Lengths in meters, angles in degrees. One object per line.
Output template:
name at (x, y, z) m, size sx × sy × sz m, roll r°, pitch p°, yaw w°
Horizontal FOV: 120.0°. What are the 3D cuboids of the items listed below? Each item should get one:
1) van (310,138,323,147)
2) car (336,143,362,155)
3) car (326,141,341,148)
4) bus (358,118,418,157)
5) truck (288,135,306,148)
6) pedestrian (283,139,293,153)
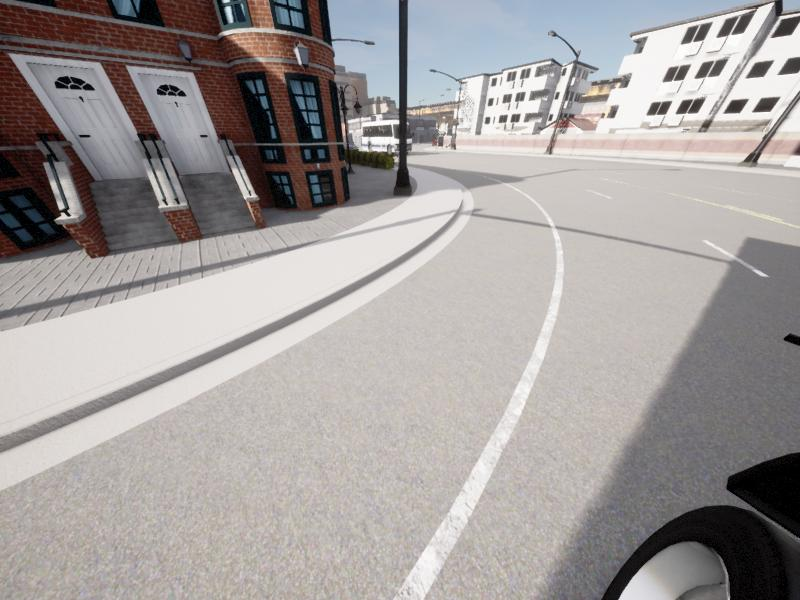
van at (-29.458, -55.161, 81.161) m, size 1.988 × 2.561 × 5.915 m, roll -23°, pitch 40°, yaw -29°
car at (-8.477, -25.071, 38.334) m, size 2.033 × 1.411 × 5.357 m, roll -22°, pitch 40°, yaw -27°
car at (-18.619, -43.371, 64.410) m, size 2.038 × 1.542 × 4.974 m, roll -23°, pitch 40°, yaw -29°
bus at (-2.103, -24.907, 35.575) m, size 3.944 × 4.253 × 10.273 m, roll -22°, pitch 41°, yaw -28°
truck at (-38.241, -58.922, 85.805) m, size 2.891 × 3.827 × 8.468 m, roll -23°, pitch 41°, yaw -29°
pedestrian at (-18.131, -24.812, 37.324) m, size 0.751 × 1.860 × 0.751 m, roll 25°, pitch 42°, yaw 31°
